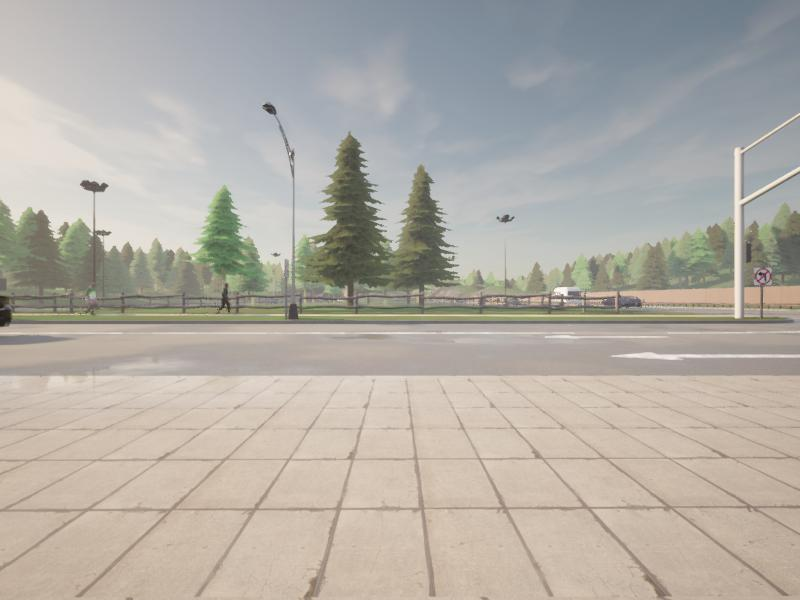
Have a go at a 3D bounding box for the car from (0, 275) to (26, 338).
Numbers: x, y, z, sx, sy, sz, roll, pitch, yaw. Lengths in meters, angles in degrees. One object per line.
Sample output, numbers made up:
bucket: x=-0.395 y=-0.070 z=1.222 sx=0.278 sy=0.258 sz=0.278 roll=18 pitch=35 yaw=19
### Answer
car: x=-13.033 y=0.171 z=10.176 sx=5.238 sy=1.638 sz=1.930 roll=0 pitch=0 yaw=0

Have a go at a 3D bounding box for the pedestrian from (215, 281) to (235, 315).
pedestrian: x=-9.803 y=-0.115 z=22.446 sx=0.751 sy=1.860 sz=0.751 roll=0 pitch=0 yaw=4

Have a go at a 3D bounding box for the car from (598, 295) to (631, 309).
car: x=24.815 y=0.227 z=46.404 sx=1.845 sy=1.501 sz=3.633 roll=0 pitch=0 yaw=-1

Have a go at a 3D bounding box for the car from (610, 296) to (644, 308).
car: x=28.271 y=0.254 z=49.978 sx=1.816 sy=1.474 sz=4.193 roll=0 pitch=0 yaw=-1

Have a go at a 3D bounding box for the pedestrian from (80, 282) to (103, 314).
pedestrian: x=-17.771 y=-0.115 z=23.049 sx=0.751 sy=1.860 sz=0.751 roll=0 pitch=0 yaw=3

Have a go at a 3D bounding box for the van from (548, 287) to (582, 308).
van: x=21.250 y=-0.278 z=51.872 sx=1.988 sy=2.561 sz=5.915 roll=0 pitch=0 yaw=-1
